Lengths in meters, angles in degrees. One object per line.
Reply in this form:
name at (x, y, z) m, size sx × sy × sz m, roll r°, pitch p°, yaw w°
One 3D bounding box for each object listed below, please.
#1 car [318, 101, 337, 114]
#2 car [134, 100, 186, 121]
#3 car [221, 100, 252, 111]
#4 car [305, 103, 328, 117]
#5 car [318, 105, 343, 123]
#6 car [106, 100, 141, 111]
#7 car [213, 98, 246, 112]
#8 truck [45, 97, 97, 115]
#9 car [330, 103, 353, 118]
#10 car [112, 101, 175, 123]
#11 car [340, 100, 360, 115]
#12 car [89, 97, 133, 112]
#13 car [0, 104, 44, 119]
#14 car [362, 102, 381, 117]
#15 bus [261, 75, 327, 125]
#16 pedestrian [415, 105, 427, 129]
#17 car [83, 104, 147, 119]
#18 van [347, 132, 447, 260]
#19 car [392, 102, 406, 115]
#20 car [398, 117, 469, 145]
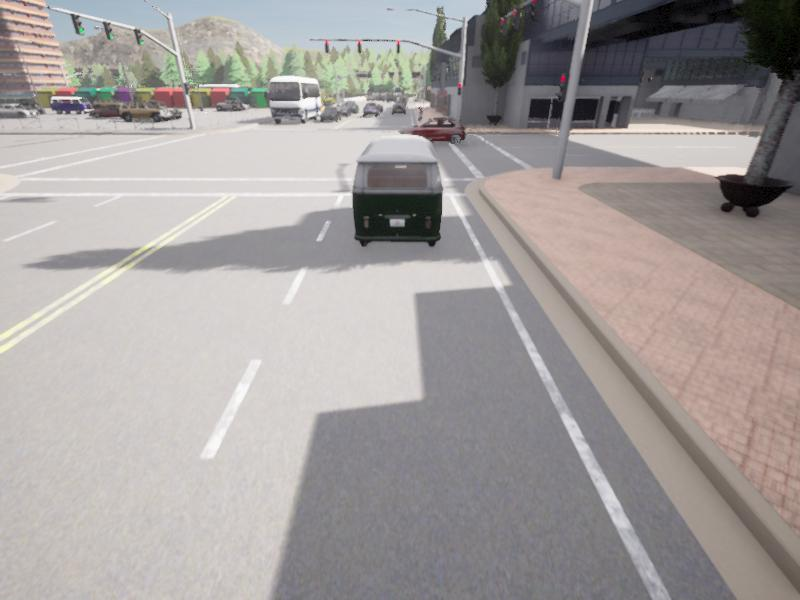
car at (-10.588, -28.239, 58.656) m, size 1.851 × 1.617 × 3.988 m, roll 1°, pitch 28°, yaw 1°
car at (-25.235, -19.991, 42.201) m, size 3.866 × 1.878 × 1.905 m, roll 0°, pitch 28°, yaw 0°
car at (-25.400, -30.222, 62.263) m, size 3.806 × 1.475 × 1.970 m, roll 0°, pitch 28°, yaw 0°
car at (-10.733, -24.710, 51.956) m, size 1.882 × 1.535 × 5.008 m, roll 1°, pitch 28°, yaw 1°
car at (-7.416, -20.114, 43.232) m, size 1.837 × 1.490 × 4.892 m, roll 0°, pitch 28°, yaw 1°
car at (-42.866, -30.212, 62.125) m, size 3.905 × 1.438 × 1.784 m, roll 0°, pitch 28°, yaw 0°
car at (-25.393, -29.091, 59.587) m, size 3.866 × 1.878 × 1.905 m, roll 0°, pitch 28°, yaw 0°
truck at (-42.805, -25.328, 52.137) m, size 4.478 × 2.038 × 2.069 m, roll 0°, pitch 28°, yaw 0°
car at (-7.268, -23.860, 50.371) m, size 2.128 × 1.511 × 4.902 m, roll 1°, pitch 28°, yaw 1°
car at (-25.272, -18.651, 39.635) m, size 4.605 × 1.855 × 1.932 m, roll 0°, pitch 28°, yaw 0°
car at (-7.115, -27.604, 57.218) m, size 2.097 × 1.767 × 4.553 m, roll 1°, pitch 28°, yaw 1°
car at (-42.912, -29.055, 59.461) m, size 4.605 × 1.855 × 1.932 m, roll 0°, pitch 28°, yaw 0°
car at (-42.719, -21.004, 44.603) m, size 3.806 × 1.475 × 1.970 m, roll 0°, pitch 28°, yaw 0°
car at (-3.716, -25.003, 52.438) m, size 2.033 × 1.649 × 4.856 m, roll 1°, pitch 28°, yaw 1°
bus at (-10.798, -21.286, 42.488) m, size 3.944 × 4.253 × 10.273 m, roll 0°, pitch 28°, yaw 1°
pedestrian at (1.811, -15.730, 34.436) m, size 0.751 × 1.860 × 0.751 m, roll -7°, pitch 28°, yaw -13°
car at (-31.693, -21.033, 44.676) m, size 5.357 × 1.415 × 2.033 m, roll 0°, pitch 28°, yaw 0°
van at (-0.016, -2.721, 9.493) m, size 1.775 × 1.987 × 4.442 m, roll 1°, pitch 28°, yaw 1°
car at (-0.098, -27.874, 58.035) m, size 2.038 × 1.542 × 4.974 m, roll 1°, pitch 27°, yaw 1°
car at (1.996, -10.583, 25.070) m, size 4.193 × 1.474 × 1.816 m, roll 0°, pitch 28°, yaw -1°
